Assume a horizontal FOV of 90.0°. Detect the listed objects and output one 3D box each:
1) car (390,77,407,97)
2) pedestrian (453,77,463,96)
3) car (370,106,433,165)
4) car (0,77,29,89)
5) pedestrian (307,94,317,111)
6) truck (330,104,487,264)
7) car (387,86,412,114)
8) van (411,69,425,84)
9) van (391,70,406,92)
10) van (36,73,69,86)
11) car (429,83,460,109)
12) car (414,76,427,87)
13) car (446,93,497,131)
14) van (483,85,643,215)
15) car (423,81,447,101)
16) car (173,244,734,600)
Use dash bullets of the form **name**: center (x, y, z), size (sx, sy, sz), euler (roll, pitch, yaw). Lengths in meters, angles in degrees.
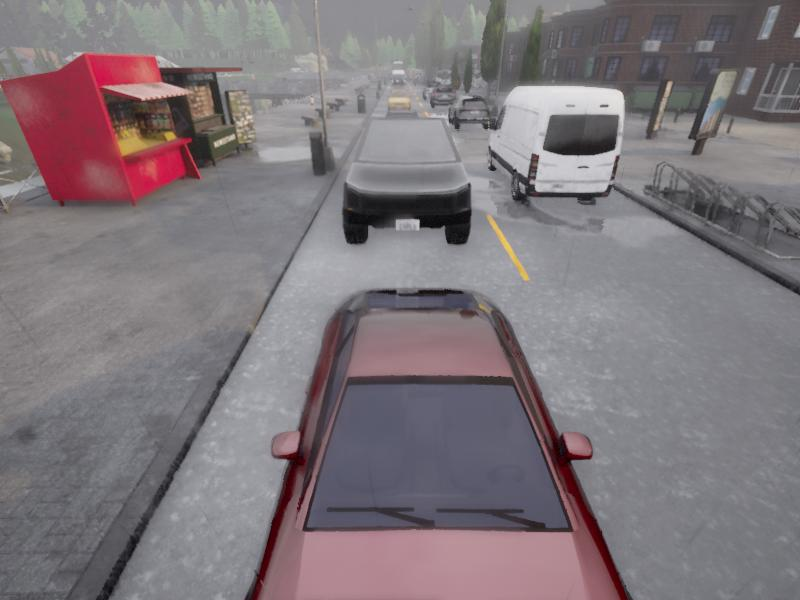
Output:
- **car**: center (-0.159, -25.052, 47.000), size (1.932, 1.855, 4.605), euler (0, 30, 0)
- **pedestrian**: center (6.506, -24.077, 45.095), size (0.751, 1.860, 0.751), euler (-9, 31, -15)
- **car**: center (0.076, -6.680, 15.934), size (2.128, 1.511, 4.902), euler (0, 30, 0)
- **car**: center (-61.930, -34.413, 63.444), size (1.812, 1.442, 4.674), euler (0, 30, 0)
- **pedestrian**: center (-6.622, -14.816, 30.034), size (0.500, 1.100, 0.500), euler (-18, 35, -28)
- **truck**: center (0.141, -3.140, 9.296), size (2.390, 2.098, 6.274), euler (0, 30, 0)
- **car**: center (-0.050, -15.690, 31.279), size (1.801, 1.575, 5.366), euler (0, 30, 0)
- **van**: center (3.650, -45.978, 82.245), size (2.351, 2.431, 6.366), euler (0, 30, 0)
- **van**: center (-0.217, -31.220, 56.854), size (1.988, 2.561, 5.915), euler (0, 30, 0)
- **van**: center (-61.972, -39.397, 71.432), size (1.775, 1.987, 4.442), euler (0, 30, 0)
- **car**: center (3.747, -17.782, 34.771), size (2.242, 1.667, 4.611), euler (1, 30, 1)
- **car**: center (3.698, -40.066, 73.218), size (2.152, 1.651, 5.027), euler (0, 30, 0)
- **car**: center (3.924, -10.819, 22.891), size (2.033, 1.649, 4.856), euler (0, 29, 0)
- **van**: center (3.946, -4.552, 11.265), size (1.988, 2.561, 5.915), euler (0, 29, 1)
- **car**: center (3.561, -22.048, 42.066), size (2.242, 1.667, 4.611), euler (1, 30, 2)
- **car**: center (0.191, 1.012, 2.929), size (1.994, 1.385, 4.181), euler (0, 29, 0)
